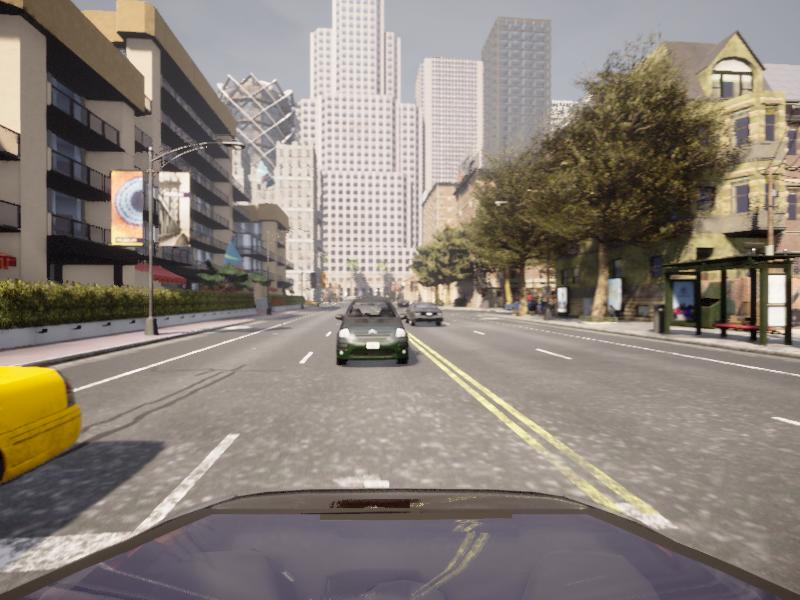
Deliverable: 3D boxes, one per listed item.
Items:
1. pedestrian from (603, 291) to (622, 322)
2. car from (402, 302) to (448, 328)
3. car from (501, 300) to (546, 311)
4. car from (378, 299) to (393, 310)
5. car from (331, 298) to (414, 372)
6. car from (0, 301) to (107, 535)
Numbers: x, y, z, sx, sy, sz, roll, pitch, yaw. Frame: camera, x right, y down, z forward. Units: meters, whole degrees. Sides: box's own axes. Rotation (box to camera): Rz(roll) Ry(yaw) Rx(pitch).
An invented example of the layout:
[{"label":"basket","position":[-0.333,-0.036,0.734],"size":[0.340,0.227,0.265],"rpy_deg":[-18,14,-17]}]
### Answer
[{"label":"pedestrian","position":[12.960,0.419,24.376],"size":[0.751,1.860,0.751],"rpy_deg":[0,0,2]},{"label":"car","position":[1.383,0.839,24.852],"size":[2.033,1.411,5.357],"rpy_deg":[0,0,-6]},{"label":"car","position":[16.541,0.763,53.614],"size":[5.357,1.411,2.033],"rpy_deg":[0,0,0]},{"label":"car","position":[-2.338,0.645,63.339],"size":[2.033,1.649,4.856],"rpy_deg":[0,0,-5]},{"label":"car","position":[-0.789,0.764,10.869],"size":[1.851,1.617,3.988],"rpy_deg":[0,0,-6]},{"label":"car","position":[-3.512,0.801,1.033],"size":[1.801,1.575,5.366],"rpy_deg":[0,0,-3]}]
